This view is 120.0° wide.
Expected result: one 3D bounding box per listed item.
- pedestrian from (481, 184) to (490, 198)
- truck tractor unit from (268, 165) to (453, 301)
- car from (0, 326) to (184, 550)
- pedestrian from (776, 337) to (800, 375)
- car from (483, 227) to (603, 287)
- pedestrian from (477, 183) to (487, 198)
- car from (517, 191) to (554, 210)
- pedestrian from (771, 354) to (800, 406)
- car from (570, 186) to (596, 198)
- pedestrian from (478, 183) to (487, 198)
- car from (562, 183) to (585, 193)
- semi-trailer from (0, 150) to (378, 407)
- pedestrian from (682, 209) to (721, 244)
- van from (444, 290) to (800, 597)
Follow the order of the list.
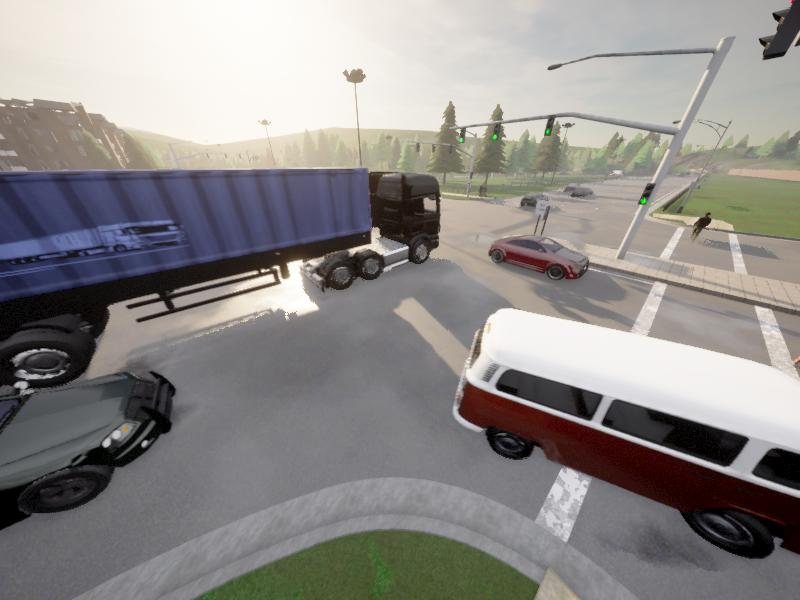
[{"bbox_3d":[12.609,-16.053,33.956,0.751,1.860,0.751,18,35,28],"label":"pedestrian"},{"bbox_3d":[-1.219,-3.438,10.103,6.516,4.208,3.053,-23,37,-34],"label":"truck tractor unit"},{"bbox_3d":[-6.268,2.306,2.837,4.974,1.542,2.038,-20,36,-31],"label":"car"},{"bbox_3d":[9.416,1.163,5.203,0.500,1.100,0.500,-26,39,-37],"label":"pedestrian"},{"bbox_3d":[6.426,-2.229,10.859,1.994,1.385,4.181,-24,38,-35],"label":"car"},{"bbox_3d":[12.023,-16.100,34.038,0.751,1.860,0.751,-12,32,-20],"label":"pedestrian"},{"bbox_3d":[16.110,-11.874,27.438,4.892,1.490,1.837,-23,37,-34],"label":"car"},{"bbox_3d":[8.399,1.251,4.296,0.751,1.860,0.751,25,38,36],"label":"pedestrian"},{"bbox_3d":[29.476,-17.468,37.254,4.181,1.385,1.994,-23,37,-34],"label":"car"},{"bbox_3d":[12.344,-16.421,34.594,0.751,1.860,0.751,-20,36,-31],"label":"pedestrian"},{"bbox_3d":[32.779,-21.188,43.621,4.674,1.442,1.812,-23,37,-34],"label":"car"},{"bbox_3d":[-7.260,-0.969,5.628,14.254,4.402,2.717,-23,37,-34],"label":"semi-trailer"},{"bbox_3d":[18.693,-4.583,14.394,0.751,1.860,0.751,25,39,37],"label":"pedestrian"},{"bbox_3d":[3.236,1.599,3.558,4.480,2.038,2.069,12,31,21],"label":"van"}]
